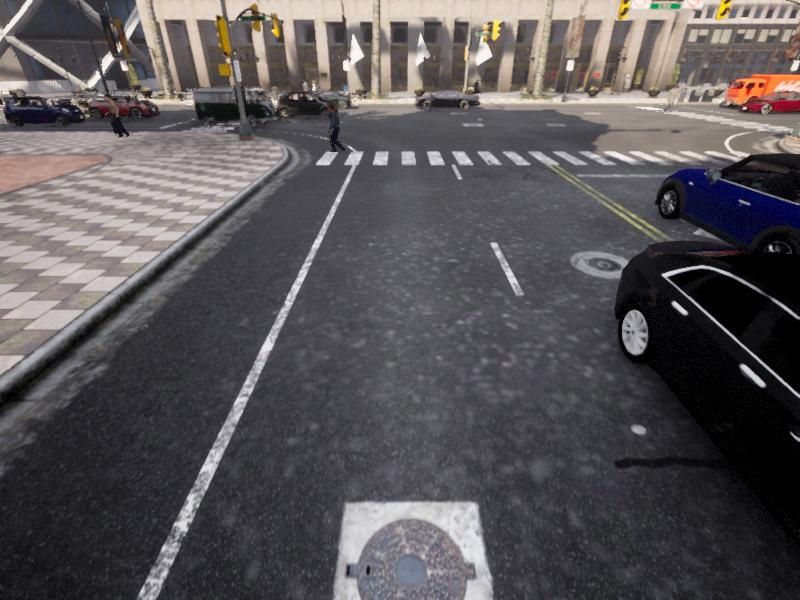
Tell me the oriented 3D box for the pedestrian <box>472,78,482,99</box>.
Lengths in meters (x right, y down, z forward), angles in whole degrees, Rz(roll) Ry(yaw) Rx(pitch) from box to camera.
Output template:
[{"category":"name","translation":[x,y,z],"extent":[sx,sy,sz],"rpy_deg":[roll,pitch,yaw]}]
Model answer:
[{"category":"pedestrian","translation":[7.748,-21.355,40.400],"extent":[0.751,1.860,0.751],"rpy_deg":[0,30,0]}]

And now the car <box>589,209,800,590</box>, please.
[{"category":"car","translation":[3.615,0.747,3.258],"extent":[1.837,1.490,4.892],"rpy_deg":[0,30,1]}]

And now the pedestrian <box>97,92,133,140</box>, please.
[{"category":"pedestrian","translation":[-12.804,-8.282,18.009],"extent":[0.751,1.860,0.751],"rpy_deg":[-20,36,-30]}]

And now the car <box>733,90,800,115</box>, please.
[{"category":"car","translation":[28.096,-14.606,29.568],"extent":[4.792,1.488,2.163],"rpy_deg":[0,30,0]}]

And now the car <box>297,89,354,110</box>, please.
[{"category":"car","translation":[-6.031,-16.453,32.842],"extent":[4.181,1.385,1.994],"rpy_deg":[0,30,0]}]

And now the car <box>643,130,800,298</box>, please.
[{"category":"car","translation":[7.078,-1.932,7.551],"extent":[2.097,1.767,4.553],"rpy_deg":[0,30,0]}]

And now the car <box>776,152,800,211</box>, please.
[{"category":"car","translation":[10.586,-2.245,8.348],"extent":[1.845,1.501,3.633],"rpy_deg":[0,30,0]}]

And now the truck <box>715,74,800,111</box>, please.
[{"category":"truck","translation":[29.484,-16.792,32.333],"extent":[5.204,2.467,2.627],"rpy_deg":[0,30,0]}]

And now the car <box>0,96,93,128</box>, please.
[{"category":"car","translation":[-20.686,-11.020,23.377],"extent":[3.633,1.501,1.845],"rpy_deg":[-3,30,-5]}]

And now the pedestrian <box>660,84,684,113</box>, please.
[{"category":"pedestrian","translation":[20.491,-15.191,30.145],"extent":[0.751,1.860,0.751],"rpy_deg":[-1,30,-1]}]

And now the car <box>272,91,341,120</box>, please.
[{"category":"car","translation":[-6.135,-13.005,26.699],"extent":[3.988,1.617,1.851],"rpy_deg":[0,30,0]}]

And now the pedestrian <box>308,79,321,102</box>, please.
[{"category":"pedestrian","translation":[-8.085,-19.810,37.753],"extent":[0.751,1.860,0.751],"rpy_deg":[-26,39,-37]}]

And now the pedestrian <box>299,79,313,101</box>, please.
[{"category":"pedestrian","translation":[-8.879,-19.845,37.811],"extent":[0.751,1.860,0.751],"rpy_deg":[24,38,35]}]

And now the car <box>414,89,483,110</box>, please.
[{"category":"car","translation":[3.868,-16.428,32.773],"extent":[5.357,1.411,2.033],"rpy_deg":[0,30,0]}]

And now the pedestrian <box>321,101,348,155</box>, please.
[{"category":"pedestrian","translation":[-2.553,-6.761,15.706],"extent":[0.751,1.860,0.751],"rpy_deg":[2,30,3]}]

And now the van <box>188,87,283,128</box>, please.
[{"category":"van","translation":[-9.411,-11.152,23.151],"extent":[4.442,1.987,1.775],"rpy_deg":[4,30,7]}]

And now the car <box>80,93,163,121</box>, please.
[{"category":"car","translation":[-18.308,-12.821,26.513],"extent":[3.806,1.475,1.970],"rpy_deg":[-2,30,-3]}]

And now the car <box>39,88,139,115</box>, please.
[{"category":"car","translation":[-22.657,-14.591,29.379],"extent":[5.238,1.638,1.930],"rpy_deg":[-3,30,-5]}]
